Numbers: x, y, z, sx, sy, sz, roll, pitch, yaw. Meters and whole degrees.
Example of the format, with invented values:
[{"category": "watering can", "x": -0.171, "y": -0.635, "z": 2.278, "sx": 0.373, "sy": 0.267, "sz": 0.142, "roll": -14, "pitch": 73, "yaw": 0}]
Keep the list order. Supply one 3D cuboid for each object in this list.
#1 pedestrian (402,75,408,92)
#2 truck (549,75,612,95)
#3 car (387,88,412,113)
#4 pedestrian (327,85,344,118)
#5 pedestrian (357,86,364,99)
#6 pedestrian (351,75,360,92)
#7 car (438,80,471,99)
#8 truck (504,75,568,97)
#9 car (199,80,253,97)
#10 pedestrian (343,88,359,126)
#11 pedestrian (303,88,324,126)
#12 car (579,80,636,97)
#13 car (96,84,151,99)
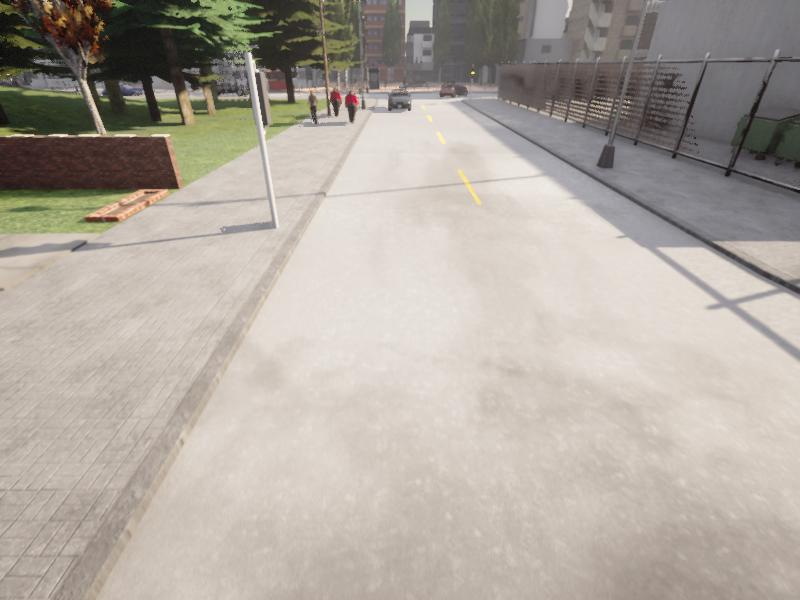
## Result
[{"category": "pedestrian", "x": 0.604, "y": -28.121, "z": 51.979, "sx": 0.751, "sy": 1.860, "sz": 0.751, "roll": 0, "pitch": 30, "yaw": 0}, {"category": "truck", "x": 22.015, "y": -26.413, "z": 49.102, "sx": 6.274, "sy": 2.098, "sz": 2.390, "roll": 0, "pitch": 30, "yaw": 0}, {"category": "car", "x": -0.030, "y": -15.615, "z": 31.234, "sx": 1.816, "sy": 1.474, "sz": 4.193, "roll": 0, "pitch": 30, "yaw": 0}, {"category": "pedestrian", "x": -4.099, "y": -12.636, "z": 25.501, "sx": 0.751, "sy": 1.860, "sz": 0.751, "roll": 2, "pitch": 30, "yaw": 4}, {"category": "pedestrian", "x": -4.046, "y": -21.140, "z": 40.794, "sx": 0.500, "sy": 1.100, "sz": 0.500, "roll": -12, "pitch": 32, "yaw": -20}, {"category": "pedestrian", "x": -5.731, "y": -27.942, "z": 51.665, "sx": 0.751, "sy": 1.860, "sz": 0.751, "roll": -16, "pitch": 34, "yaw": -25}, {"category": "car", "x": 6.074, "y": -23.292, "z": 44.234, "sx": 1.851, "sy": 1.617, "sz": 3.988, "roll": 19, "pitch": 35, "yaw": 29}, {"category": "truck", "x": 15.422, "y": -24.381, "z": 45.621, "sx": 6.274, "sy": 2.098, "sz": 2.390, "roll": 0, "pitch": 30, "yaw": 0}, {"category": "car", "x": -19.809, "y": -24.176, "z": 45.699, "sx": 5.027, "sy": 1.651, "sz": 2.152, "roll": 0, "pitch": 30, "yaw": 0}, {"category": "pedestrian", "x": -2.721, "y": -10.815, "z": 22.388, "sx": 0.751, "sy": 1.860, "sz": 0.751, "roll": -3, "pitch": 30, "yaw": -5}, {"category": "pedestrian", "x": -4.840, "y": -10.839, "z": 22.427, "sx": 0.751, "sy": 1.860, "sz": 0.751, "roll": 3, "pitch": 31, "yaw": 6}, {"category": "car", "x": 23.697, "y": -24.205, "z": 45.783, "sx": 5.238, "sy": 1.638, "sz": 1.930, "roll": 0, "pitch": 30, "yaw": 0}, {"category": "car", "x": -31.603, "y": -23.915, "z": 45.848, "sx": 4.674, "sy": 1.442, "sz": 1.812, "roll": 0, "pitch": 30, "yaw": 0}]
